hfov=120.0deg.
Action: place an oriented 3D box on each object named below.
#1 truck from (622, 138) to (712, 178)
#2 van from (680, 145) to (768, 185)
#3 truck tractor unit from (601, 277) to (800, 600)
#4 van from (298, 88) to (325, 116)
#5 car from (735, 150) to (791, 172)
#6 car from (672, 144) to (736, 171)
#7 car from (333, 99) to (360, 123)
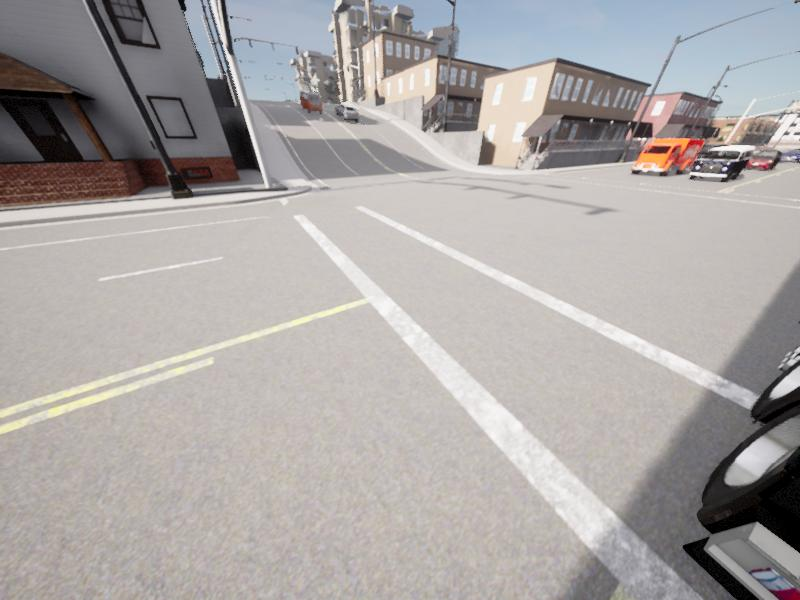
[{"bbox_3d":[21.464,-11.523,18.658,5.204,2.467,2.627,-17,38,-24],"label":"truck"},{"bbox_3d":[22.226,-9.400,15.914,4.480,2.038,2.069,-19,39,-24],"label":"van"},{"bbox_3d":[5.124,-0.289,0.755,6.516,4.208,3.053,-18,38,-23],"label":"truck tractor unit"},{"bbox_3d":[-10.865,-24.223,28.278,1.775,1.987,4.442,-18,51,-25],"label":"van"},{"bbox_3d":[34.206,-13.158,21.778,3.988,1.617,1.851,-18,38,-24],"label":"car"},{"bbox_3d":[30.440,-14.371,23.153,5.566,2.045,2.150,-18,39,-24],"label":"car"},{"bbox_3d":[-6.592,-23.311,28.489,1.970,1.475,3.806,-19,54,-25],"label":"car"}]
